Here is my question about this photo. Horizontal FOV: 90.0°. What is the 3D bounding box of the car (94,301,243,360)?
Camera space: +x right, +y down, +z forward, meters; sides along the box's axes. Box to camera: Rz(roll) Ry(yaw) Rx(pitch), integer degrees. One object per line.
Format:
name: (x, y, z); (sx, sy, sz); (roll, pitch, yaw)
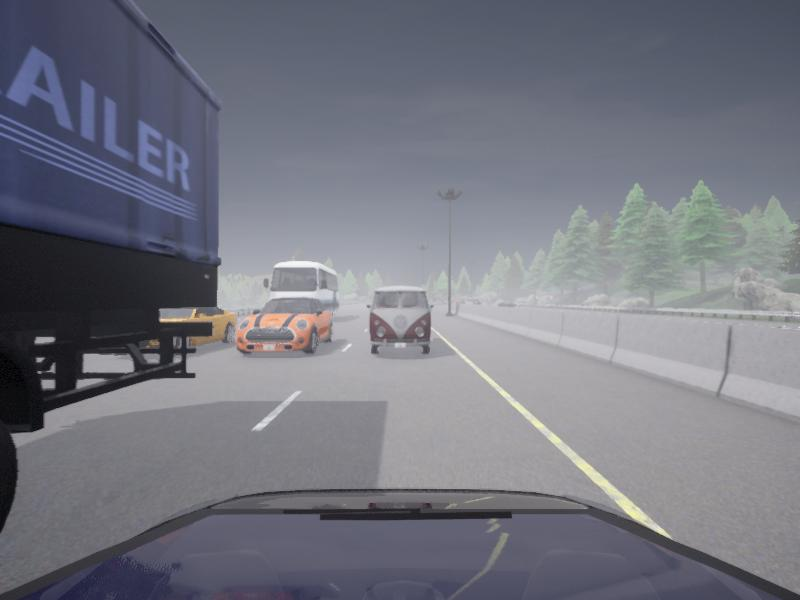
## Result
car: (-6.992, 0.802, 12.875); (1.882, 1.535, 5.008); (0, 0, 0)

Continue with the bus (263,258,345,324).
bus: (-6.865, -0.579, 30.812); (3.944, 4.253, 10.273); (0, 0, 0)

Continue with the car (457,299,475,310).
car: (10.537, 0.684, 64.040); (2.152, 1.651, 5.027); (0, 0, 0)

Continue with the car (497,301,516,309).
car: (17.540, 0.844, 65.936); (1.895, 1.301, 4.718); (0, 0, 0)

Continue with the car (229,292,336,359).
car: (-3.491, 0.674, 12.913); (2.097, 1.767, 4.553); (0, 0, 0)

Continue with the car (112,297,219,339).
car: (-10.489, 0.727, 18.448); (2.242, 1.667, 4.611); (0, 0, 0)

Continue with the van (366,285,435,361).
van: (0.009, 0.575, 12.594); (1.775, 1.987, 4.442); (0, 1, 0)
